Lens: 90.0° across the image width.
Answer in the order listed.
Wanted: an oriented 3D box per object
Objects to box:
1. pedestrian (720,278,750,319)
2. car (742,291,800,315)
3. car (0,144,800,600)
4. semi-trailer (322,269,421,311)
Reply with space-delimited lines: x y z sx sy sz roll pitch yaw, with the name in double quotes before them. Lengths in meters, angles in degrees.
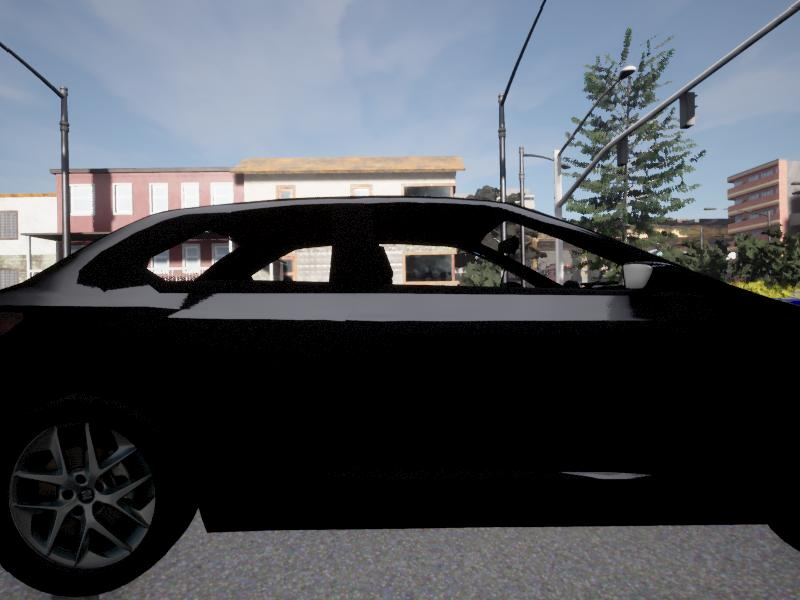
"pedestrian" 15.751 -0.061 18.832 0.751 1.860 0.751 -1 0 2
"car" 22.341 0.151 22.413 4.718 1.301 1.895 -1 0 43
"car" 0.342 0.254 2.184 4.193 1.474 1.816 0 0 -1
"semi-trailer" -3.890 -0.949 47.402 14.254 4.402 2.717 -1 0 43
